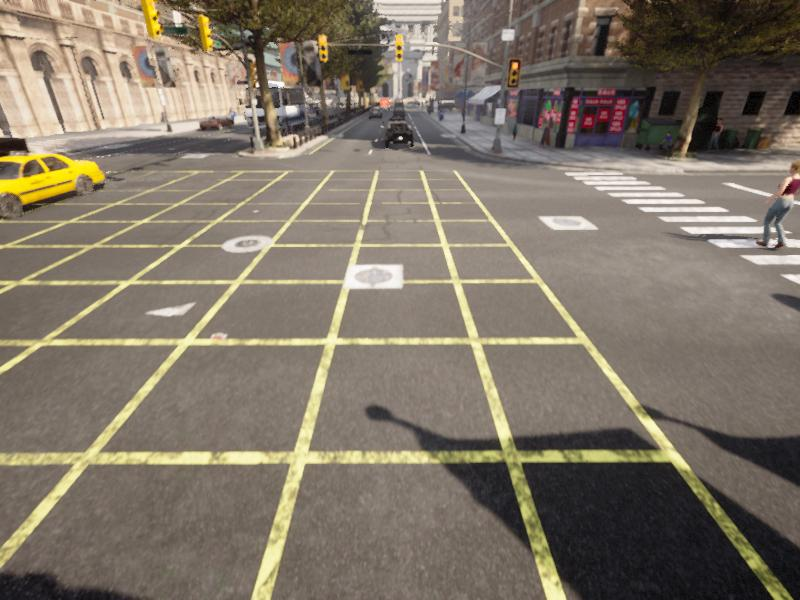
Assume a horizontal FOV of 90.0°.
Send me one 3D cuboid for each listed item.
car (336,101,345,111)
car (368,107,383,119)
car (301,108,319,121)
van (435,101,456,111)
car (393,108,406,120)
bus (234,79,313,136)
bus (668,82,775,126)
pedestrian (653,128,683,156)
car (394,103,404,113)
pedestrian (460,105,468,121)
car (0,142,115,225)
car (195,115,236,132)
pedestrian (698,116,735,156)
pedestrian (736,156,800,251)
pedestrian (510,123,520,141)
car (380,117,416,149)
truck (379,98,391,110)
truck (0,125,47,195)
[{"bbox_3d":[-14.004,-45.676,94.110,1.932,1.855,4.605,-5,28,-9],"label":"car"},{"bbox_3d":[-3.609,-28.111,60.119,1.970,1.475,3.806,0,27,0],"label":"car"},{"bbox_3d":[-12.599,-25.879,55.717,1.845,1.501,3.633,-9,28,-17],"label":"car"},{"bbox_3d":[10.240,-43.588,89.767,4.480,2.038,2.069,1,27,3],"label":"van"},{"bbox_3d":[-0.106,-26.682,57.290,1.837,1.490,4.892,0,27,0],"label":"car"},{"bbox_3d":[-11.449,-18.334,37.945,3.944,4.253,10.273,0,27,0],"label":"bus"},{"bbox_3d":[38.097,-23.701,48.299,3.944,4.253,10.273,0,27,0],"label":"bus"},{"bbox_3d":[14.140,-8.339,21.146,0.751,1.300,0.751,-4,27,-7],"label":"pedestrian"},{"bbox_3d":[-0.152,-38.576,80.423,1.930,1.638,5.238,0,27,0],"label":"car"},{"bbox_3d":[8.045,-23.691,50.616,0.751,1.860,0.751,-2,27,-3],"label":"pedestrian"},{"bbox_3d":[-11.514,-3.658,12.141,1.801,1.575,5.366,0,27,0],"label":"car"},{"bbox_3d":[-18.321,-17.752,40.067,1.895,1.301,4.718,0,27,0],"label":"car"},{"bbox_3d":[16.750,-8.690,21.209,0.751,1.860,0.751,-2,27,-4],"label":"pedestrian"},{"bbox_3d":[8.200,-2.051,8.569,0.751,1.860,0.751,0,27,0],"label":"pedestrian"},{"bbox_3d":[8.172,-11.945,28.447,0.500,1.100,0.500,8,28,15],"label":"pedestrian"},{"bbox_3d":[-0.247,-11.709,27.804,1.930,1.638,5.238,-3,27,-6],"label":"car"},{"bbox_3d":[-3.684,-47.730,97.452,2.627,2.467,5.204,0,27,0],"label":"truck"},{"bbox_3d":[-15.017,-4.082,12.414,2.390,2.098,6.274,0,27,0],"label":"truck"}]
